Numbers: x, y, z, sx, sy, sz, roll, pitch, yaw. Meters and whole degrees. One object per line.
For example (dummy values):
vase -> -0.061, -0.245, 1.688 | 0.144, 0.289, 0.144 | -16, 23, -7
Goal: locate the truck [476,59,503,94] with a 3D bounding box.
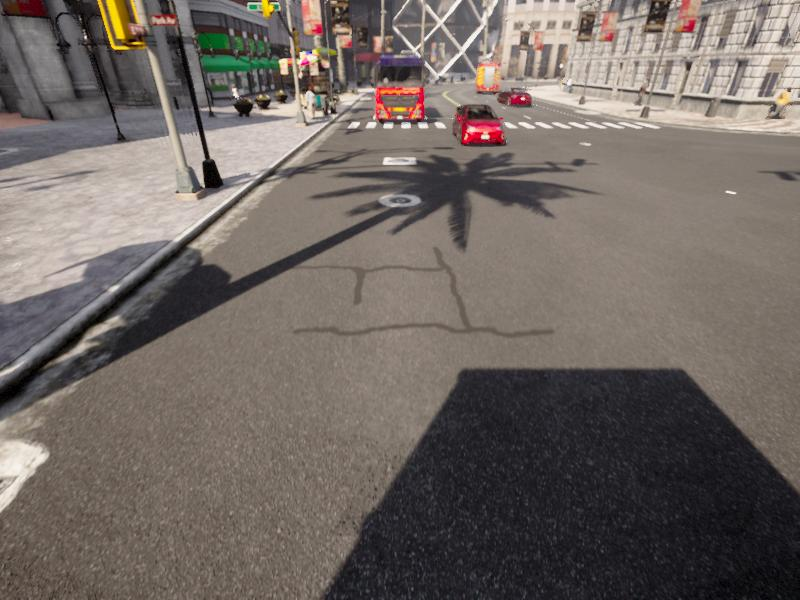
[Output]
truck -> 11.760, -29.591, 52.849 | 2.891, 3.827, 8.468 | 5, 31, 9

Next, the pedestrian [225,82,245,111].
pedestrian -> -12.039, -14.880, 29.287 | 0.751, 1.860, 0.751 | 4, 30, 6

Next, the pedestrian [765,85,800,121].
pedestrian -> 23.050, -11.856, 24.110 | 0.751, 1.860, 0.751 | 8, 31, 14

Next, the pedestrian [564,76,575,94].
pedestrian -> 20.109, -25.552, 47.540 | 0.751, 1.860, 0.751 | 3, 30, 5

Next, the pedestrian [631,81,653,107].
pedestrian -> 19.576, -16.678, 32.357 | 0.751, 1.860, 0.751 | -5, 31, -9

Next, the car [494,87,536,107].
car -> 10.172, -18.209, 35.809 | 1.994, 1.385, 4.181 | -4, 31, -7

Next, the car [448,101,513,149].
car -> 3.548, -8.241, 18.596 | 2.007, 1.525, 4.514 | 0, 30, -1

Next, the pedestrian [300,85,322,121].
pedestrian -> -5.335, -11.850, 24.086 | 0.751, 1.860, 0.751 | 18, 35, 27

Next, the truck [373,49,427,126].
truck -> -0.005, -13.986, 26.145 | 2.891, 3.827, 8.468 | 0, 30, 0
